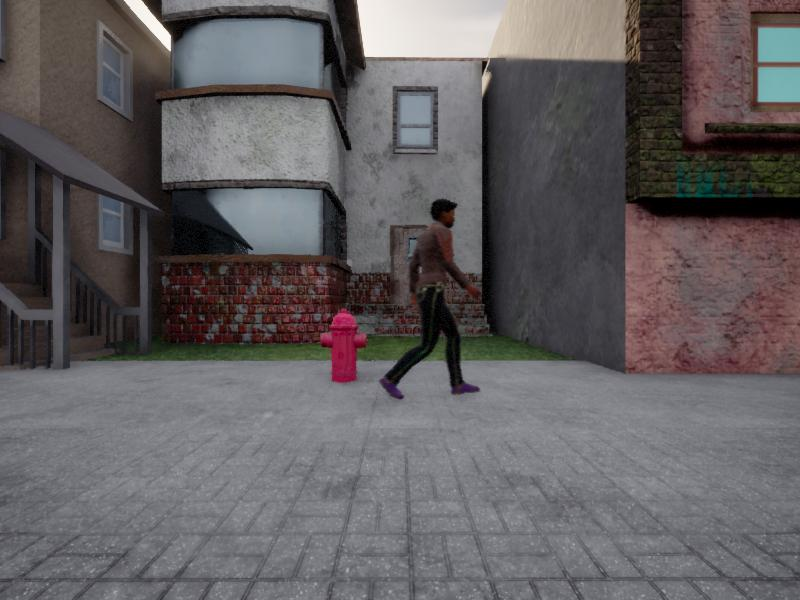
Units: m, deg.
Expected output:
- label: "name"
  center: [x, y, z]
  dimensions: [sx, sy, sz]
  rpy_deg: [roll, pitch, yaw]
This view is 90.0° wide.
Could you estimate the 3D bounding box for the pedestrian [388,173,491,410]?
- label: "pedestrian"
  center: [0.316, -0.067, 3.579]
  dimensions: [0.751, 1.860, 0.751]
  rpy_deg: [0, 0, -9]
